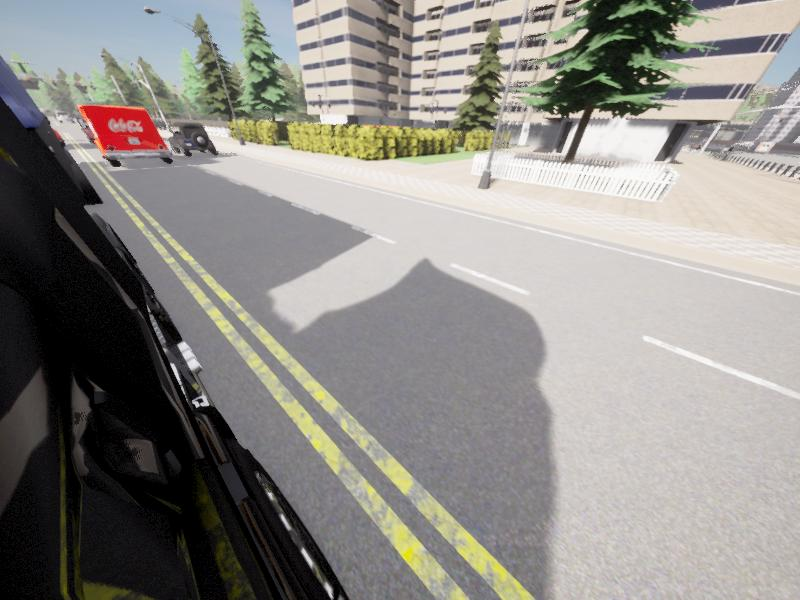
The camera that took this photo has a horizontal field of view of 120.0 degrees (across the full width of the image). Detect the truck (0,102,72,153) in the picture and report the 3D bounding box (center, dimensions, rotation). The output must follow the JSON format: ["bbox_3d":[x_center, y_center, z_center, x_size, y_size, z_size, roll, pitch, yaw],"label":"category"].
[{"bbox_3d":[-25.471,-11.769,15.685,5.204,2.467,2.627,28,44,30],"label":"truck"}]

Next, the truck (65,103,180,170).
[{"bbox_3d":[-14.961,-8.897,12.511,5.204,2.467,2.627,28,44,30],"label":"truck"}]

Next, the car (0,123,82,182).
[{"bbox_3d":[-15.884,-6.317,9.685,4.611,1.667,2.242,28,44,30],"label":"car"}]

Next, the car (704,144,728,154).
[{"bbox_3d":[72.005,-34.541,52.699,2.038,1.542,4.974,28,44,30],"label":"car"}]

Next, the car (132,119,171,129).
[{"bbox_3d":[-48.773,-34.593,45.467,2.163,1.488,4.792,28,44,30],"label":"car"}]

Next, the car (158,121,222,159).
[{"bbox_3d":[-14.644,-11.241,16.133,3.866,1.878,1.905,28,44,30],"label":"car"}]

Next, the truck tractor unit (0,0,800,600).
[{"bbox_3d":[-2.645,-0.295,0.351,6.516,4.208,3.053,28,44,30],"label":"truck tractor unit"}]

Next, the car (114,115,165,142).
[{"bbox_3d":[-27.769,-18.312,24.610,5.566,2.045,2.150,28,44,30],"label":"car"}]

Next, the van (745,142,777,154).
[{"bbox_3d":[92.236,-38.994,59.160,2.351,2.431,6.366,28,44,30],"label":"van"}]

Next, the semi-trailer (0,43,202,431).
[{"bbox_3d":[-8.703,-3.602,4.223,14.254,4.402,2.717,28,44,30],"label":"semi-trailer"}]

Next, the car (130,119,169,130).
[{"bbox_3d":[-46.714,-32.769,43.126,2.007,1.525,4.514,28,44,30],"label":"car"}]

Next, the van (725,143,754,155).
[{"bbox_3d":[74.974,-33.482,51.101,2.069,2.038,4.480,28,44,30],"label":"van"}]
